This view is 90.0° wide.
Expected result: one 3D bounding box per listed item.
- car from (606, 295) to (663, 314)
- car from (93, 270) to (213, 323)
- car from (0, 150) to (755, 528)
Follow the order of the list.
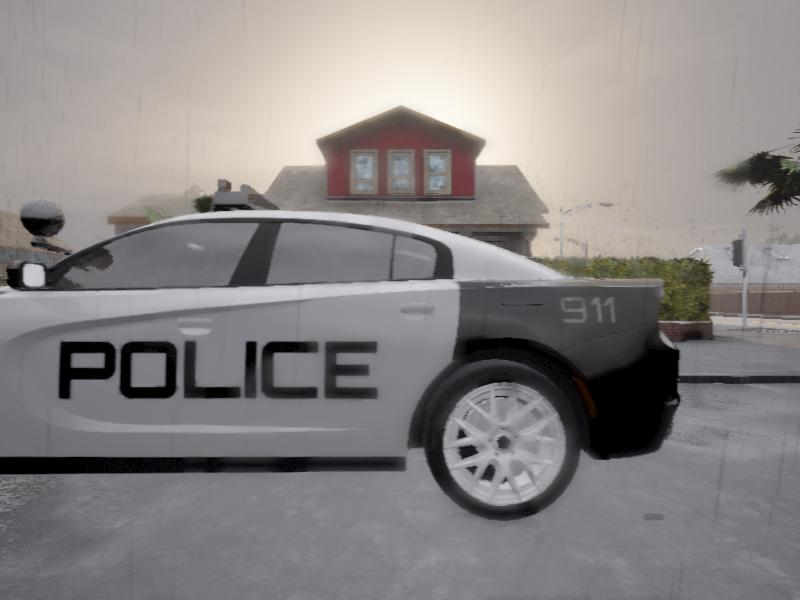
[{"bbox_3d":[17.946,0.328,30.868,1.994,1.385,4.181,0,0,0],"label":"car"},{"bbox_3d":[-7.909,-0.093,13.266,1.845,1.501,3.633,0,0,-3],"label":"car"},{"bbox_3d":[-1.082,0.169,2.700,5.238,1.638,1.930,0,0,0],"label":"car"}]
